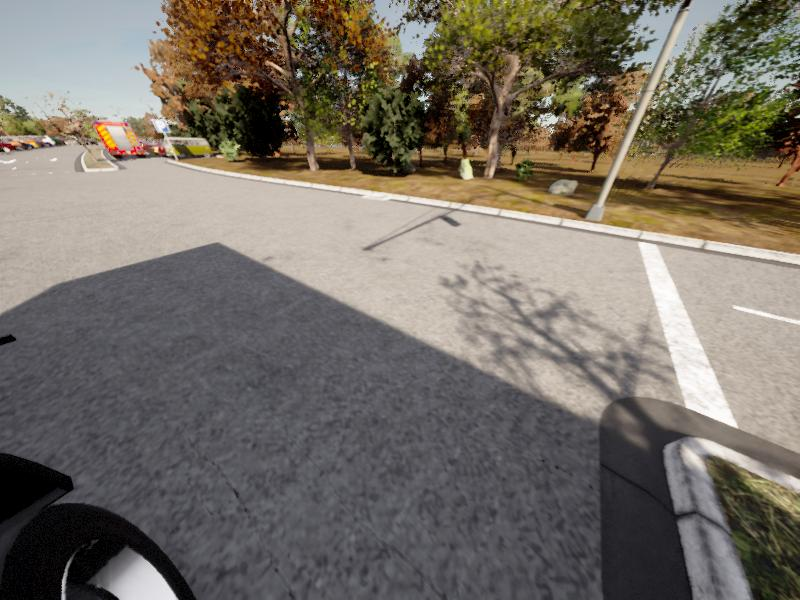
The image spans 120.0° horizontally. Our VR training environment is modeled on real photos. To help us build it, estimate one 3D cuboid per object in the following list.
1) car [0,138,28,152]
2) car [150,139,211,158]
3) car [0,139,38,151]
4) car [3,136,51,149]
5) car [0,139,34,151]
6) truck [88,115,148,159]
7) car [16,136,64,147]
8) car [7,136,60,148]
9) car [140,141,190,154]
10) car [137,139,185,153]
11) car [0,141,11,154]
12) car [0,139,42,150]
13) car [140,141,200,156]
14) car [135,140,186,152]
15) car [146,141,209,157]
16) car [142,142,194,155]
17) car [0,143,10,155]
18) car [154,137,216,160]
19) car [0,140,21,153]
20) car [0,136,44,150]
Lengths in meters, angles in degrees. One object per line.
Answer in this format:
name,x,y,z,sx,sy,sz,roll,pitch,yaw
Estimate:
car,-63.638,-24.570,36.514,2.185,1.767,4.553,15,39,20
car,-26.454,-18.429,28.110,2.185,1.767,4.553,13,36,18
car,-67.854,-26.966,40.115,2.097,1.535,5.008,15,39,21
car,-76.077,-32.278,47.222,1.878,1.987,4.442,16,39,22
car,-65.747,-25.715,38.351,2.231,1.521,4.892,16,39,21
truck,-34.244,-19.664,28.011,8.468,3.827,2.891,28,43,33
car,-84.357,-37.292,54.255,2.435,2.045,5.566,16,39,22
car,-80.247,-34.758,50.679,2.435,2.045,5.566,16,39,22
car,-35.183,-22.940,34.746,2.002,1.452,4.674,14,37,19
car,-37.348,-24.238,36.287,2.185,1.767,4.553,14,37,19
car,-55.131,-19.506,29.583,2.097,1.535,5.008,14,38,20
car,-70.002,-28.134,41.763,1.946,1.575,5.366,16,39,21
car,-30.900,-20.550,31.301,1.946,1.575,5.366,14,37,18
car,-39.405,-25.432,38.188,1.946,1.575,5.366,15,37,19
car,-28.573,-19.589,29.961,1.946,1.575,5.366,14,36,18
car,-33.015,-21.772,33.102,2.002,1.452,4.674,14,36,19
car,-52.955,-18.510,27.742,2.435,2.045,5.566,14,38,19
car,-24.265,-17.329,26.386,1.878,1.987,4.442,14,36,17
car,-59.409,-21.969,33.059,2.097,1.535,5.008,15,38,20
car,-71.948,-29.742,43.642,1.878,1.987,4.442,16,39,22
